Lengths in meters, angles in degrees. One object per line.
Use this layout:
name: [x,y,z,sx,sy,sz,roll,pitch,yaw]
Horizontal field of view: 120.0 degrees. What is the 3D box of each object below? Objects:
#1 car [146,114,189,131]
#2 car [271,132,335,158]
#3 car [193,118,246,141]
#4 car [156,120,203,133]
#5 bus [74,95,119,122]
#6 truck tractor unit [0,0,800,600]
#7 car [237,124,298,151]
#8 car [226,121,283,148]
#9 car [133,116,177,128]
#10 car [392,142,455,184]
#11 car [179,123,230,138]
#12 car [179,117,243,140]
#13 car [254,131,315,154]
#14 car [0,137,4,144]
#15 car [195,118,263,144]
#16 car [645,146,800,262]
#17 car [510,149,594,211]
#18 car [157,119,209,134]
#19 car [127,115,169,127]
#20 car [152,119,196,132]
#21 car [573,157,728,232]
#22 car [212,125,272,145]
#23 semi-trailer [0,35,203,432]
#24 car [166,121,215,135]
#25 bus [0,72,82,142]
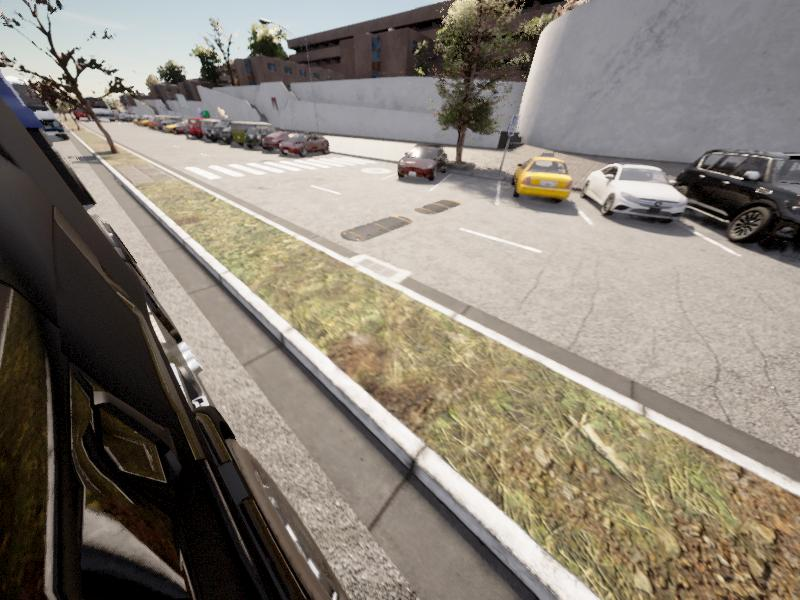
car: [-39.555,-30.244,39.486,1.878,1.987,4.442,15,38,14]
car: [-7.682,-12.770,18.929,2.163,1.488,4.792,15,38,14]
car: [-21.361,-20.310,27.650,1.878,1.987,4.442,15,38,14]
car: [-34.983,-27.618,36.813,2.163,1.488,4.792,15,38,14]
bus: [-68.622,-43.235,52.276,10.273,4.253,3.944,29,44,30]
truck tractor unit: [-2.645,-0.295,0.352,6.516,4.208,3.053,28,44,30]
car: [-12.245,-15.361,21.823,2.185,1.767,4.553,14,38,15]
car: [-14.465,-16.751,23.366,1.878,1.987,4.442,14,38,15]
car: [-46.419,-33.816,43.963,1.946,1.575,5.366,15,38,14]
car: [1.471,-7.822,12.939,2.163,1.488,4.792,15,38,14]
car: [-25.891,-22.625,30.870,2.002,1.452,4.674,14,38,15]
car: [-23.593,-21.643,29.237,2.435,2.045,5.566,14,38,15]
car: [-9.970,-14.014,20.455,2.002,1.452,4.674,14,38,15]
car: [-30.555,-11.838,16.286,4.181,1.385,1.994,28,44,30]
car: [-19.055,-19.149,26.214,2.435,2.045,5.566,15,38,14]
car: [10.646,-3.109,6.768,2.435,2.045,5.566,15,38,15]
car: [6.117,-5.494,10.087,1.946,1.575,5.366,14,38,15]
car: [-32.770,-26.278,35.148,1.946,1.575,5.366,15,38,14]
car: [-50.963,-36.345,46.887,1.946,1.575,5.366,15,38,14]
car: [-37.269,-28.844,38.264,2.002,1.452,4.674,15,38,14]
car: [8.350,-4.127,8.470,2.002,1.452,4.674,15,38,14]
car: [-16.791,-17.731,24.894,2.231,1.521,4.892,14,38,15]
semi-trailer: [-8.768,-3.563,4.149,14.254,4.402,2.717,27,43,29]
car: [-30.447,-25.094,33.809,2.163,1.488,4.792,15,38,14]
bus: [-33.561,-17.102,20.687,10.273,4.253,3.944,28,44,30]
